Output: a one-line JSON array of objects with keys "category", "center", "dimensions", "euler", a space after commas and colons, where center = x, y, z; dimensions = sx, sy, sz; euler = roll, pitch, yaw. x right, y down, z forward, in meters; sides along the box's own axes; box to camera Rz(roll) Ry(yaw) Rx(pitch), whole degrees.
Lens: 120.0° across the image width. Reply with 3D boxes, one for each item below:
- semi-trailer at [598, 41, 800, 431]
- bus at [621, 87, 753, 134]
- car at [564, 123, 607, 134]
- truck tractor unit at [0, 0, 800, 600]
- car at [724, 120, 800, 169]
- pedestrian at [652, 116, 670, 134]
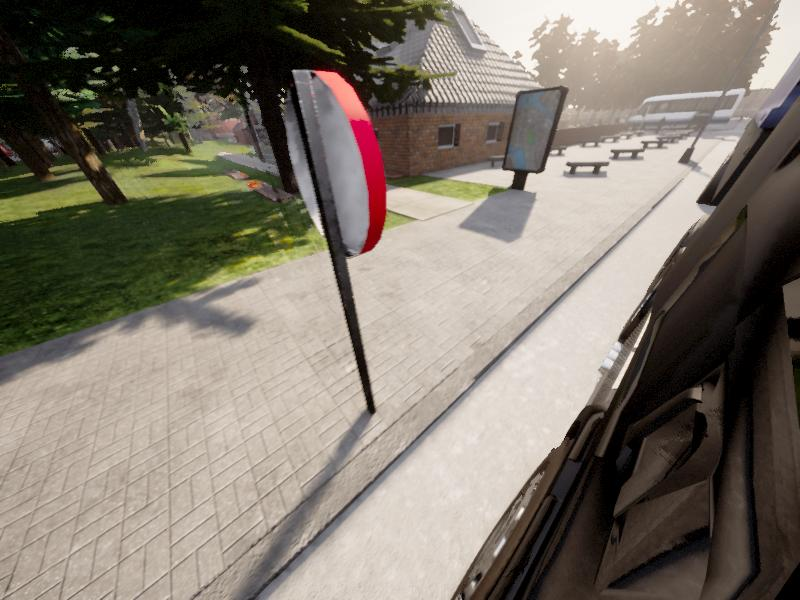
[{"category": "semi-trailer", "center": [8.690, -3.616, 4.227], "dimensions": [14.254, 4.402, 2.717], "euler": [-28, 44, -30]}, {"category": "bus", "center": [38.488, -25.830, 32.058], "dimensions": [10.273, 4.253, 3.944], "euler": [24, 44, 32]}, {"category": "car", "center": [32.041, -29.788, 40.130], "dimensions": [2.033, 1.411, 5.357], "euler": [-28, 43, -29]}, {"category": "truck tractor unit", "center": [2.645, -0.295, 0.351], "dimensions": [6.516, 4.208, 3.053], "euler": [-28, 44, -30]}, {"category": "car", "center": [18.870, -7.936, 11.627], "dimensions": [4.611, 1.667, 2.242], "euler": [-28, 44, -30]}, {"category": "pedestrian", "center": [33.894, -22.770, 30.046], "dimensions": [0.751, 1.860, 0.751], "euler": [-31, 45, -32]}]
